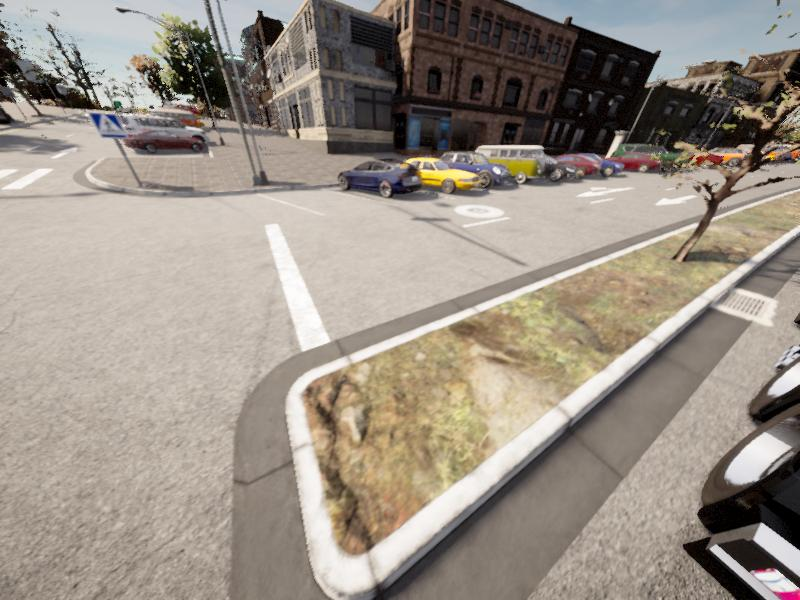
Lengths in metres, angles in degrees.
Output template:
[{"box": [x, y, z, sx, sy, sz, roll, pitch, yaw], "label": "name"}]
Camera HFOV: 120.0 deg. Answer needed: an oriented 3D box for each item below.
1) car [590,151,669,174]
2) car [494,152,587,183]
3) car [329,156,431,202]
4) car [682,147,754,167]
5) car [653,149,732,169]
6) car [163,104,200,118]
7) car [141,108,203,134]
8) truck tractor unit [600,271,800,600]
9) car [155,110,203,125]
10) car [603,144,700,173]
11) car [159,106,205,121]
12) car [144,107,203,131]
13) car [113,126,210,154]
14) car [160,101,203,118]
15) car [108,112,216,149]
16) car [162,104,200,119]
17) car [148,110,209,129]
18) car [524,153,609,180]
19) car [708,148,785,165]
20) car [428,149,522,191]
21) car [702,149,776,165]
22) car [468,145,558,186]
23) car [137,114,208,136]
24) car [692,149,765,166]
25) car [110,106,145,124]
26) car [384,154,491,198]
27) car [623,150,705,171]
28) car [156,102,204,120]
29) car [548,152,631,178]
[{"box": [20.361, -12.361, 20.665, 4.674, 1.452, 2.002, 28, 43, 35], "label": "car"}, {"box": [9.587, -9.335, 16.117, 4.892, 1.521, 2.231, 27, 42, 34], "label": "car"}, {"box": [-1.096, -6.196, 11.535, 4.792, 1.488, 2.163, 26, 42, 33], "label": "car"}, {"box": [36.774, -16.804, 26.965, 2.185, 1.767, 4.553, -29, 44, -35], "label": "car"}, {"box": [31.264, -15.308, 24.966, 5.008, 1.535, 2.097, 29, 44, 36], "label": "car"}, {"box": [-43.227, -37.538, 45.884, 2.185, 1.767, 4.553, 25, 40, 25], "label": "car"}, {"box": [-26.429, -20.859, 26.982, 1.878, 1.987, 4.442, 28, 43, 25], "label": "car"}, {"box": [5.129, -0.280, 0.762, 6.516, 4.208, 3.053, -18, 39, -24], "label": "truck tractor unit"}, {"box": [-33.082, -27.419, 34.753, 2.002, 1.452, 4.674, 28, 42, 25], "label": "car"}, {"box": [23.101, -13.338, 21.594, 5.566, 2.045, 2.435, 28, 43, 35], "label": "car"}, {"box": [-38.017, -32.546, 40.460, 1.946, 1.575, 5.366, 27, 42, 24], "label": "car"}, {"box": [-28.102, -22.539, 28.866, 1.878, 1.987, 4.442, 28, 43, 25], "label": "car"}, {"box": [-18.049, -12.322, 17.823, 2.002, 1.452, 4.674, 28, 42, 25], "label": "car"}, {"box": [-44.945, -39.152, 47.665, 2.435, 2.045, 5.566, 24, 39, 28], "label": "car"}, {"box": [-19.681, -14.238, 19.541, 2.435, 2.045, 5.566, 28, 42, 25], "label": "car"}, {"box": [-41.553, -35.890, 43.979, 2.185, 1.767, 4.553, 27, 42, 24], "label": "car"}, {"box": [-29.617, -24.182, 31.091, 1.946, 1.575, 5.366, 28, 42, 25], "label": "car"}, {"box": [12.271, -10.076, 17.282, 4.674, 1.452, 2.002, 27, 43, 34], "label": "car"}, {"box": [44.911, -18.829, 30.196, 1.946, 1.575, 5.366, -28, 43, -35], "label": "car"}, {"box": [4.232, -7.862, 13.712, 4.553, 1.767, 2.185, 27, 42, 33], "label": "car"}, {"box": [42.278, -18.086, 29.096, 2.097, 1.535, 5.008, -28, 43, -35], "label": "car"}, {"box": [7.006, -8.688, 14.755, 4.442, 1.987, 1.878, 27, 42, 33], "label": "car"}, {"box": [-24.726, -19.057, 25.317, 2.231, 1.521, 4.892, 28, 42, 25], "label": "car"}, {"box": [39.525, -17.393, 28.068, 2.231, 1.521, 4.892, -29, 44, -35], "label": "car"}, {"box": [-36.543, -24.961, 31.126, 2.128, 1.511, 4.902, -19, 45, -29], "label": "car"}, {"box": [1.739, -6.872, 12.469, 5.366, 1.575, 1.946, 26, 42, 33], "label": "car"}, {"box": [25.797, -13.876, 22.841, 5.008, 1.535, 2.097, 29, 43, 35], "label": "car"}, {"box": [-39.813, -34.311, 42.029, 2.435, 2.045, 5.566, 28, 42, 24], "label": "car"}, {"box": [14.960, -10.851, 18.429, 4.674, 1.452, 2.002, 28, 43, 34], "label": "car"}]
